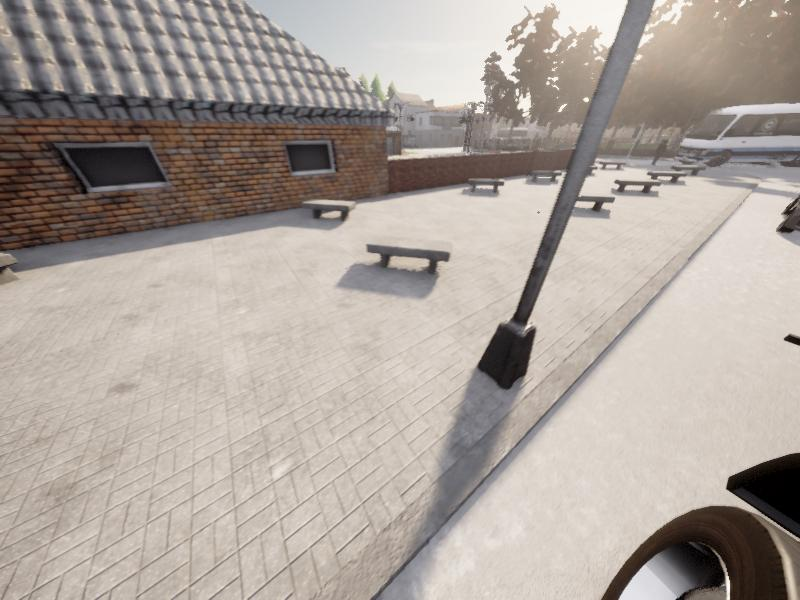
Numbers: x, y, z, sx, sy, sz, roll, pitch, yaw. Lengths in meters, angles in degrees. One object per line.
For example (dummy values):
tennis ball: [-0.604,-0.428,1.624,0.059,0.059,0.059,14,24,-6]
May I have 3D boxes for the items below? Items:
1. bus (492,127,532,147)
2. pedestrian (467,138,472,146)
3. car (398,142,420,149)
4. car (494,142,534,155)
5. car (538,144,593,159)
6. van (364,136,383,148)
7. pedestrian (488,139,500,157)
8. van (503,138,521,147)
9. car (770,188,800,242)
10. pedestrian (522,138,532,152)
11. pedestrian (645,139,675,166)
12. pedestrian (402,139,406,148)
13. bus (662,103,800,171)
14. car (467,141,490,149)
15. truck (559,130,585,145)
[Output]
bus: [31.565,-45.987,65.205,10.273,4.253,3.944,-20,40,-26]
pedestrian: [19.150,-43.595,63.751,0.751,1.860,0.751,-25,42,-31]
car: [2.029,-35.893,53.674,4.718,1.301,1.895,17,39,23]
car: [17.300,-23.109,35.218,1.882,1.535,5.008,-22,41,-28]
car: [21.514,-19.542,30.251,2.033,1.411,5.357,-22,40,-27]
van: [-7.305,-43.382,63.383,2.351,2.431,6.366,-20,40,-26]
pedestrian: [11.913,-19.282,29.328,0.751,1.860,0.751,-12,37,-16]
van: [29.381,-41.432,60.720,4.442,1.987,1.775,-24,41,-29]
car: [12.580,-2.643,6.114,4.611,1.667,2.242,-22,41,-28]
pedestrian: [21.012,-25.602,38.224,0.751,1.860,0.751,-22,41,-28]
pedestrian: [22.288,-12.651,19.832,0.751,1.860,0.751,-9,36,-11]
pedestrian: [1.015,-38.767,57.067,0.751,1.860,0.751,-16,38,-21]
bus: [30.379,-13.444,19.060,10.273,4.253,3.944,5,38,9]
car: [18.639,-37.031,55.075,5.357,1.411,2.033,-21,40,-27]
truck: [56.328,-53.240,75.665,8.468,3.827,2.891,-22,40,-27]
